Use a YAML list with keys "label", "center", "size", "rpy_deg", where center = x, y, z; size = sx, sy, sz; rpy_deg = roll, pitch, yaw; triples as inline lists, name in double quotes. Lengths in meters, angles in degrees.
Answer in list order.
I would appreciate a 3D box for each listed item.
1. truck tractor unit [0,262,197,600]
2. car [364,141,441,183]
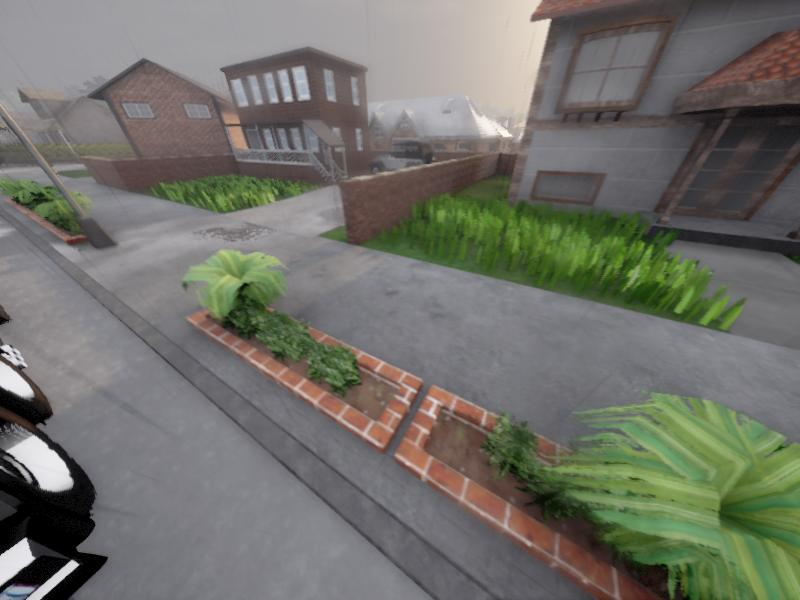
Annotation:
- label: "truck tractor unit"
  center: [-5.108, -0.305, 0.781]
  size: [6.516, 4.208, 3.053]
  rpy_deg: [19, 39, 24]
- label: "car"
  center: [0.138, -8.164, 13.490]
  size: [3.866, 1.878, 1.905]
  rpy_deg: [18, 39, 24]
